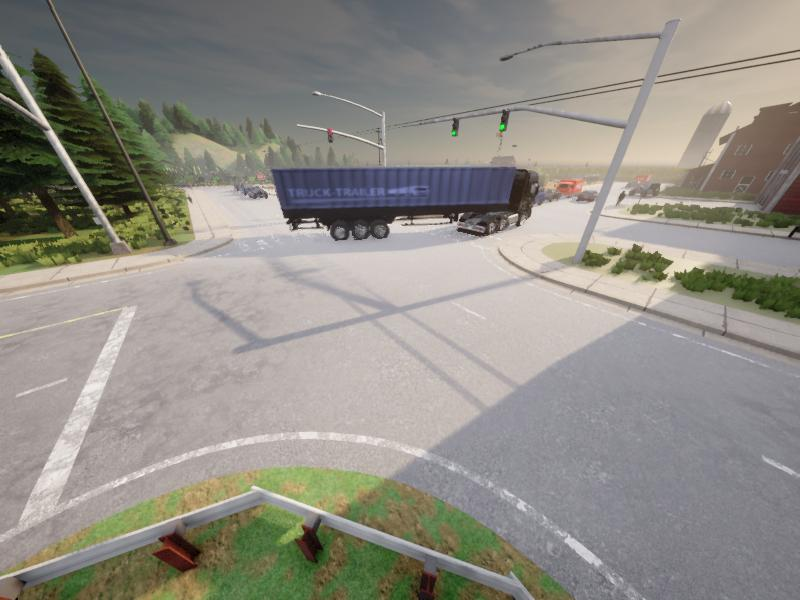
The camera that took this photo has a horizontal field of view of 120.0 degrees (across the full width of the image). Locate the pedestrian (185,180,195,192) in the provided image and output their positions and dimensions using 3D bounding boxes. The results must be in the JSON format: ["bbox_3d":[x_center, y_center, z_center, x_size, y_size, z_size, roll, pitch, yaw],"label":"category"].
[{"bbox_3d":[-38.512,-20.923,42.374,0.751,1.860,0.751,-19,35,-30],"label":"pedestrian"}]

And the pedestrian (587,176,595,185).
[{"bbox_3d":[49.010,-30.660,59.186,0.751,1.860,0.751,-18,35,-28],"label":"pedestrian"}]

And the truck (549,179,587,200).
[{"bbox_3d":[25.372,-16.811,34.938,5.204,2.467,2.627,-23,37,-34],"label":"truck"}]

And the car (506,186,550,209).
[{"bbox_3d":[15.392,-12.350,27.640,5.566,2.045,2.150,-23,37,-34],"label":"car"}]

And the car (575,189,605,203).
[{"bbox_3d":[26.231,-14.398,31.858,4.181,1.385,1.994,-23,37,-34],"label":"car"}]

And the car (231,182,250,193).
[{"bbox_3d":[-30.421,-21.499,44.059,2.007,1.525,4.514,-22,37,-33],"label":"car"}]

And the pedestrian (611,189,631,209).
[{"bbox_3d":[24.149,-11.067,25.249,0.751,1.860,0.751,-10,31,-16],"label":"pedestrian"}]

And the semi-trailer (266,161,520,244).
[{"bbox_3d":[-0.109,-6.523,15.173,14.254,4.402,2.717,-4,31,-7],"label":"semi-trailer"}]

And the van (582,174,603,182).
[{"bbox_3d":[61.962,-39.389,74.532,2.069,2.038,4.480,-23,37,-34],"label":"van"}]

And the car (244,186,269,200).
[{"bbox_3d":[-21.694,-16.208,34.890,2.038,1.542,4.974,-22,37,-33],"label":"car"}]

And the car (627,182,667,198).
[{"bbox_3d":[37.519,-16.849,35.271,1.905,1.878,3.866,-2,28,9],"label":"car"}]

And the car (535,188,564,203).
[{"bbox_3d":[20.426,-14.296,31.502,3.705,1.549,1.789,-23,37,-34],"label":"car"}]

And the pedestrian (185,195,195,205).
[{"bbox_3d":[-25.087,-11.970,27.628,0.500,1.100,0.500,-23,37,-34],"label":"pedestrian"}]

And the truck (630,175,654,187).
[{"bbox_3d":[57.054,-28.079,54.428,5.204,2.467,2.627,-22,36,-35],"label":"truck"}]

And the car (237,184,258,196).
[{"bbox_3d":[-26.008,-18.830,39.425,1.882,1.535,5.008,-22,37,-33],"label":"car"}]

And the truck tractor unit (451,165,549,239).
[{"bbox_3d":[7.316,-7.470,17.003,6.516,4.208,3.053,-22,37,-33],"label":"truck tractor unit"}]
